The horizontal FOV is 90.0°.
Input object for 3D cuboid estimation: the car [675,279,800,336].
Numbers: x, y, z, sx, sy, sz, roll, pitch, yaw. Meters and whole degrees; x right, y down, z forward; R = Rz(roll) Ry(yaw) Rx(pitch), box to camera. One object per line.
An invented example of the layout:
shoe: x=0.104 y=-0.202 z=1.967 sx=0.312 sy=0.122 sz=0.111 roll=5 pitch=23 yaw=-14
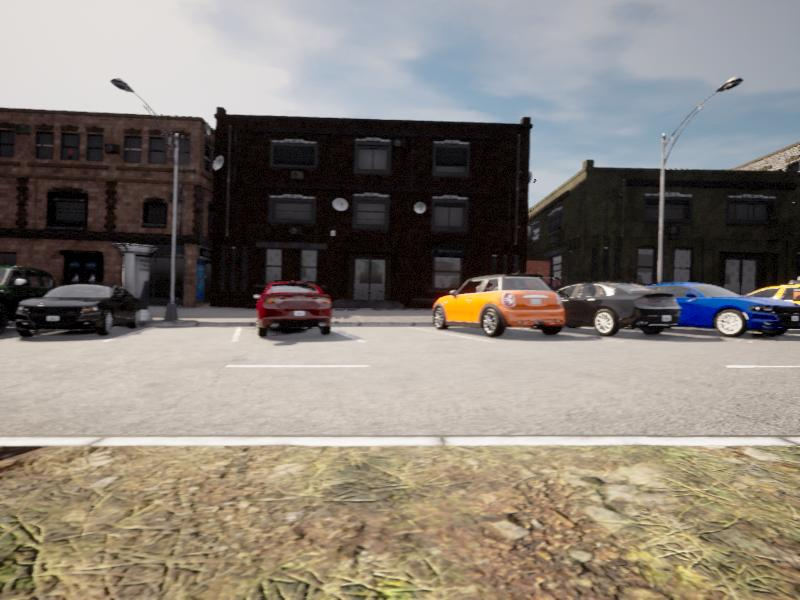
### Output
car: x=11.706 y=0.208 z=12.181 sx=1.946 sy=1.575 sz=5.366 roll=0 pitch=-1 yaw=-19

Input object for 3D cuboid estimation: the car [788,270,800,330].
car: x=14.825 y=-0.020 z=11.836 sx=1.878 sy=1.987 sz=4.442 roll=1 pitch=-1 yaw=-19

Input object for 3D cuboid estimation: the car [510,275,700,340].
car: x=5.740 y=0.210 z=12.093 sx=2.231 sy=1.521 sz=4.892 roll=0 pitch=-1 yaw=-19

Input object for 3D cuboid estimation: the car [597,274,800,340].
car: x=8.759 y=0.209 z=12.072 sx=2.097 sy=1.535 sz=5.008 roll=1 pitch=-1 yaw=-19

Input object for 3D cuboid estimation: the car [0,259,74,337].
car: x=-12.372 y=-0.042 z=12.003 sx=2.435 sy=2.045 sz=5.566 roll=1 pitch=-1 yaw=-22

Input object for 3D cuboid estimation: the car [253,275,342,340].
car: x=-3.327 y=0.209 z=12.139 sx=2.097 sy=1.535 sz=5.008 roll=0 pitch=-1 yaw=-21

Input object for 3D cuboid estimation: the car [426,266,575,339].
car: x=2.720 y=0.083 z=12.111 sx=2.185 sy=1.767 sz=4.553 roll=0 pitch=-1 yaw=-20

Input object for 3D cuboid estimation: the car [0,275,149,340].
car: x=-9.364 y=0.209 z=12.089 sx=2.097 sy=1.535 sz=5.008 roll=1 pitch=-1 yaw=-21
